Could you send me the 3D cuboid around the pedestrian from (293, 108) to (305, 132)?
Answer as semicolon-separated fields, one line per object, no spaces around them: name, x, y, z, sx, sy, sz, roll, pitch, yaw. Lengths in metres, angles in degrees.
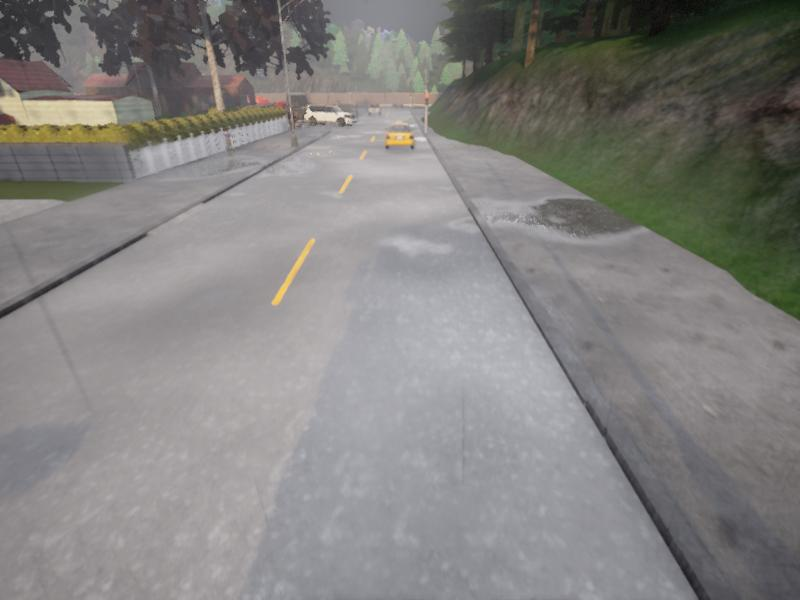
pedestrian;-8.539;-15.228;33.848;0.751;1.860;0.751;-4;28;-8

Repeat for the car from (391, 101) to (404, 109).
car;-0.595;-44.346;90.975;1.789;1.549;3.705;-9;29;-17

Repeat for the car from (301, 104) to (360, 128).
car;-7.164;-19.022;41.297;5.566;2.045;2.150;11;28;19

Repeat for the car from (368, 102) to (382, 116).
car;-4.029;-30.677;64.111;1.932;1.855;4.605;0;27;0

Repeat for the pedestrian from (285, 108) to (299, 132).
pedestrian;-9.157;-15.360;34.106;0.751;1.860;0.751;2;27;4

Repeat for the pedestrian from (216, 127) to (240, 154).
pedestrian;-9.395;-8.751;21.908;0.751;1.300;0.751;1;27;1

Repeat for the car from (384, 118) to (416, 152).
car;-0.017;-10.580;25.413;1.801;1.575;5.366;0;27;0
